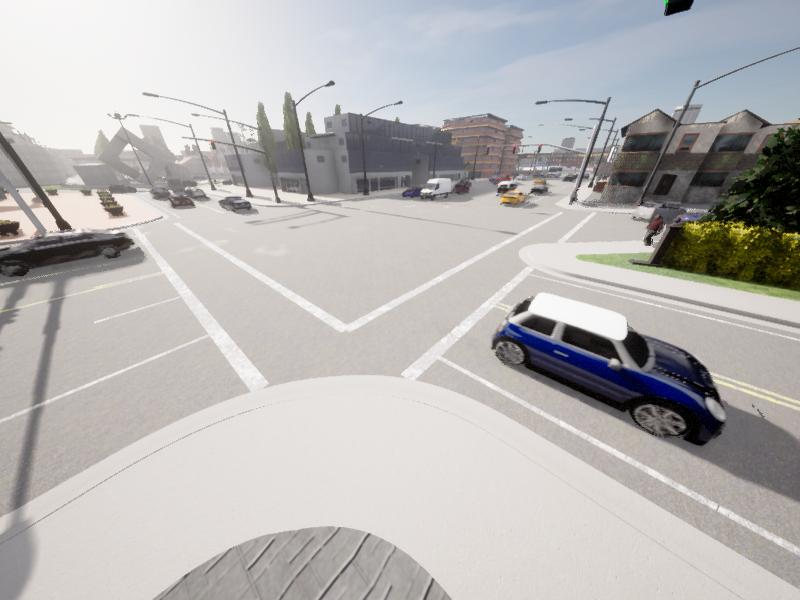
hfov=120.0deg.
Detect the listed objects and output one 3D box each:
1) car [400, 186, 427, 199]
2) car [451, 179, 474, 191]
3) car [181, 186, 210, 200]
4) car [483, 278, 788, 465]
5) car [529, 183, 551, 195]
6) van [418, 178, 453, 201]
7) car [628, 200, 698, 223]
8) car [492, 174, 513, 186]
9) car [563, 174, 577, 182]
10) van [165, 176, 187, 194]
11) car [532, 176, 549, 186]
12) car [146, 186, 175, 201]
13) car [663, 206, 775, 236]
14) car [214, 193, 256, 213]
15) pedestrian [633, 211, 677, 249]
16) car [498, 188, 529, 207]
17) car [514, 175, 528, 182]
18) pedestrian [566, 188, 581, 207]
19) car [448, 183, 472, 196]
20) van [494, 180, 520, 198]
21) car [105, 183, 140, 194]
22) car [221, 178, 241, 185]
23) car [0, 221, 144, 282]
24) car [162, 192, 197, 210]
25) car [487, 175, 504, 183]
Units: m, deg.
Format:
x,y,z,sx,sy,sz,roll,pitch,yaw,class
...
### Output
x,y,z,sx,sy,sz,roll,pitch,yaw,class
2.082,-16.498,35.334,1.816,1.474,4.193,23,37,34,car
12.442,-22.916,45.826,1.930,1.638,5.238,23,38,34,car
-30.685,-16.042,34.642,4.514,1.525,2.007,23,37,34,car
4.184,1.025,5.058,3.806,1.475,1.970,23,37,34,car
23.406,-18.544,38.576,1.895,1.301,4.718,23,39,34,car
5.243,-16.154,33.584,1.988,2.561,5.915,23,37,34,van
22.820,-7.767,20.174,3.633,1.501,1.845,-3,30,-5,car
22.836,-26.824,51.546,2.150,2.045,5.566,23,38,34,car
43.516,-31.225,59.098,1.930,1.638,5.238,23,37,34,car
-41.490,-21.464,42.906,1.988,2.561,5.915,-21,36,-32,van
30.652,-26.014,50.409,1.801,1.575,5.366,22,38,33,car
-35.501,-15.827,34.183,5.008,1.535,1.882,23,37,34,car
23.528,-5.929,17.238,5.027,1.651,2.152,-3,30,-5,car
-18.367,-10.795,25.614,5.357,1.411,2.033,23,37,34,car
14.110,-3.898,12.854,0.751,1.860,0.751,5,30,9,pedestrian
14.446,-13.023,29.234,1.882,1.535,5.008,23,38,34,car
32.228,-32.501,61.507,1.812,1.442,4.674,23,37,34,car
19.467,-11.502,25.951,0.751,1.860,0.751,22,37,33,pedestrian
10.089,-18.560,38.767,1.812,1.442,4.674,23,38,34,car
16.767,-17.460,36.192,2.069,2.038,4.480,23,38,34,van
-50.034,-20.110,41.657,4.193,1.474,1.816,5,30,9,car
-45.318,-31.844,62.056,2.033,1.411,5.357,-2,30,-4,car
-16.539,-2.546,11.331,2.128,1.511,4.902,23,37,34,car
-26.203,-11.811,27.399,4.181,1.385,1.994,23,37,34,car
23.635,-29.942,57.198,1.882,1.535,5.008,23,38,34,car
